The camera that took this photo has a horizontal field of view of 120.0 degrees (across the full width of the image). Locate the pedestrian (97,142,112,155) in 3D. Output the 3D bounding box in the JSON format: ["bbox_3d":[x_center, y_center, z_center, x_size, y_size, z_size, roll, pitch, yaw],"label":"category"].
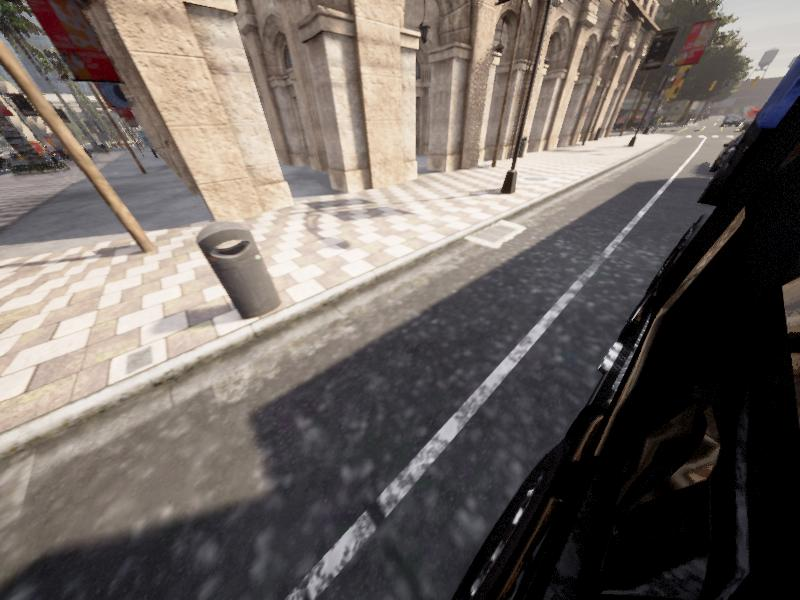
[{"bbox_3d":[-50.559,-25.939,39.512,0.751,1.860,0.751,23,44,30],"label":"pedestrian"}]

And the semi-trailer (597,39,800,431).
[{"bbox_3d":[8.709,-3.602,4.211,14.254,4.402,2.717,-28,44,-30],"label":"semi-trailer"}]

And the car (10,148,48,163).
[{"bbox_3d":[-58.390,-22.873,36.455,1.801,1.575,5.366,-30,45,-31],"label":"car"}]

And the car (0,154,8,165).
[{"bbox_3d":[-58.707,-19.933,32.607,2.038,1.542,4.974,-30,45,-31],"label":"car"}]

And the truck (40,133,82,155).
[{"bbox_3d":[-78.189,-36.203,53.568,2.891,3.827,8.468,-30,45,-31],"label":"truck"}]

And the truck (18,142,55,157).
[{"bbox_3d":[-78.176,-32.543,49.830,2.627,2.467,5.204,-30,45,-31],"label":"truck"}]

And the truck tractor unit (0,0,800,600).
[{"bbox_3d":[2.645,-0.295,0.351,6.516,4.208,3.053,-28,44,-30],"label":"truck tractor unit"}]

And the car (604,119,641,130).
[{"bbox_3d":[43.988,-34.687,45.761,2.128,1.511,4.902,-30,45,-31],"label":"car"}]

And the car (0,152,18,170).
[{"bbox_3d":[-47.636,-16.077,26.792,2.128,1.511,4.902,-30,45,-31],"label":"car"}]

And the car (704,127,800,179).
[{"bbox_3d":[15.190,-6.441,9.981,3.633,1.501,1.845,-30,44,-31],"label":"car"}]

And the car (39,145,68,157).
[{"bbox_3d":[-69.859,-30.170,46.711,2.097,1.767,4.553,-30,45,-31],"label":"car"}]

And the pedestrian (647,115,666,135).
[{"bbox_3d":[31.234,-21.251,28.102,0.751,1.860,0.751,-29,44,-30],"label":"pedestrian"}]

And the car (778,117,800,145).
[{"bbox_3d":[31.634,-13.111,17.774,5.366,1.575,1.801,-30,45,-32],"label":"car"}]
